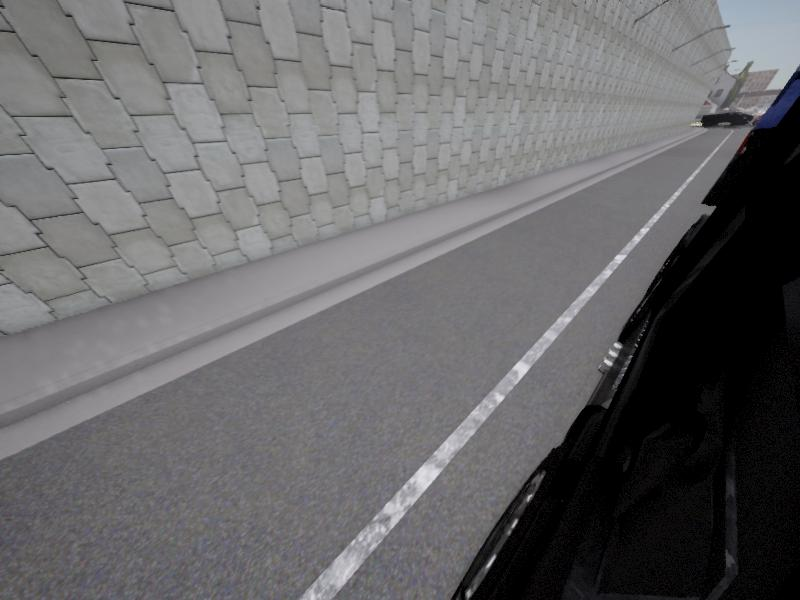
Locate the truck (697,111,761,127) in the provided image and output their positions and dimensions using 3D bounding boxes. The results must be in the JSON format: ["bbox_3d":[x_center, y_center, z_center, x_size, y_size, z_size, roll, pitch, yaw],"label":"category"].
[{"bbox_3d":[60.458,-33.460,42.752,2.390,2.098,6.274,-9,37,-8],"label":"truck"}]

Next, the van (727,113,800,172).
[{"bbox_3d":[17.925,-7.627,11.044,4.442,1.987,1.775,-28,44,-30],"label":"van"}]

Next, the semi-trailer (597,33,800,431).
[{"bbox_3d":[8.750,-3.570,4.177,14.254,4.402,2.717,-28,43,-29],"label":"semi-trailer"}]

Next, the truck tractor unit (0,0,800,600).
[{"bbox_3d":[2.645,-0.295,0.351,6.516,4.208,3.053,-28,44,-30],"label":"truck tractor unit"}]
